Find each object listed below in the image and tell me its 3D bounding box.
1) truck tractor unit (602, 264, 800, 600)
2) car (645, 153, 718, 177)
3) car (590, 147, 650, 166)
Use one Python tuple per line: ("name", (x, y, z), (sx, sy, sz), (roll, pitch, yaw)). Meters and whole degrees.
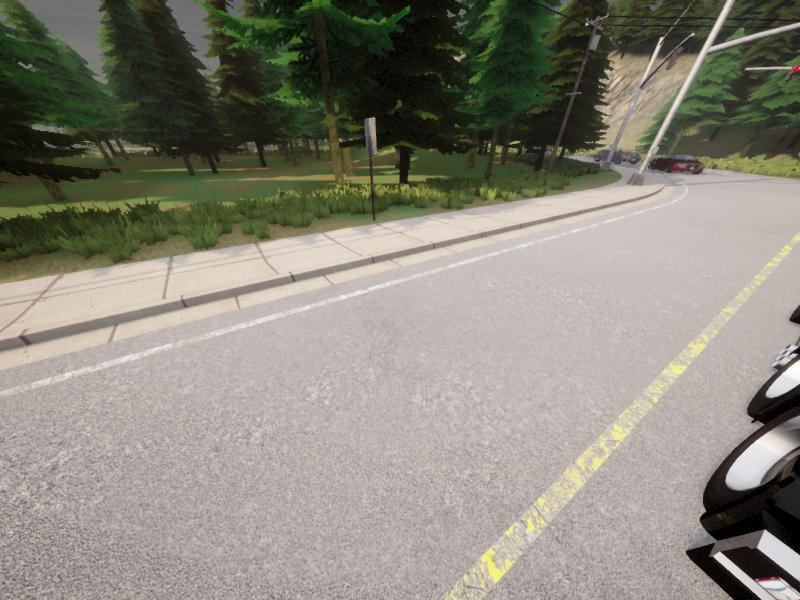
("truck tractor unit", (5.109, -0.302, 0.782), (6.516, 4.208, 3.053), (-18, 39, -24))
("car", (23.376, -11.502, 19.484), (1.994, 1.385, 4.181), (10, 36, 14))
("car", (25.331, -16.869, 26.983), (2.152, 1.651, 5.027), (0, 35, -1))
